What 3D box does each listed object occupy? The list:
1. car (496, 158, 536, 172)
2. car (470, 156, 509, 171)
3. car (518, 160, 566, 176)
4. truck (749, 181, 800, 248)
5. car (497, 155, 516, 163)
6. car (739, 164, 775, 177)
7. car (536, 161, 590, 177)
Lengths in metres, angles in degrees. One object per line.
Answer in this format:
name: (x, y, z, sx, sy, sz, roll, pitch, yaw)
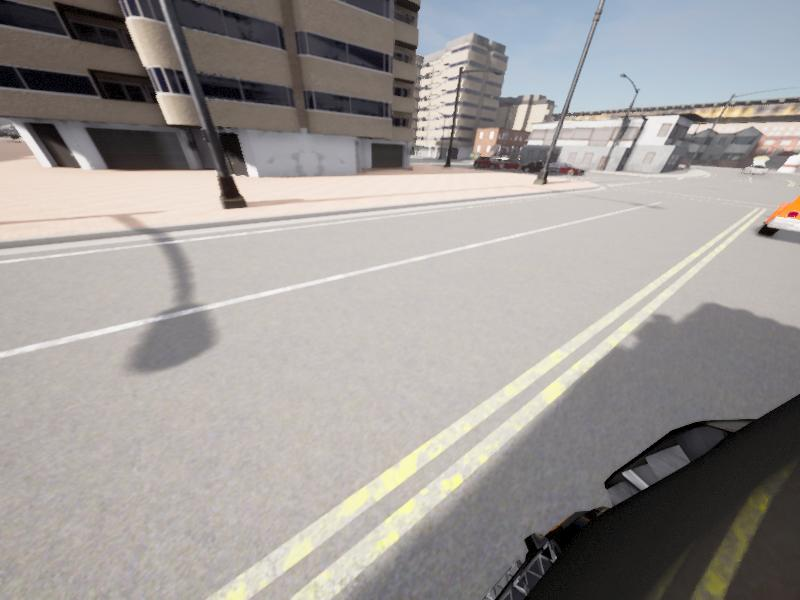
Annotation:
car: (17.276, -20.390, 34.773, 2.163, 1.488, 4.792, -19, 38, -29)
car: (13.214, -20.433, 34.466, 2.033, 1.649, 4.856, -19, 38, -29)
car: (17.669, -16.633, 29.064, 1.812, 1.442, 4.674, -19, 39, -29)
truck: (15.241, -3.279, 7.768, 5.204, 2.467, 2.627, -18, 39, -28)
car: (27.841, -37.057, 60.630, 1.970, 1.475, 3.806, -19, 38, -29)
car: (60.226, -21.975, 39.030, 1.812, 1.442, 4.674, 25, 41, 29)
car: (21.078, -17.167, 30.146, 2.033, 1.411, 5.357, -19, 39, -29)
